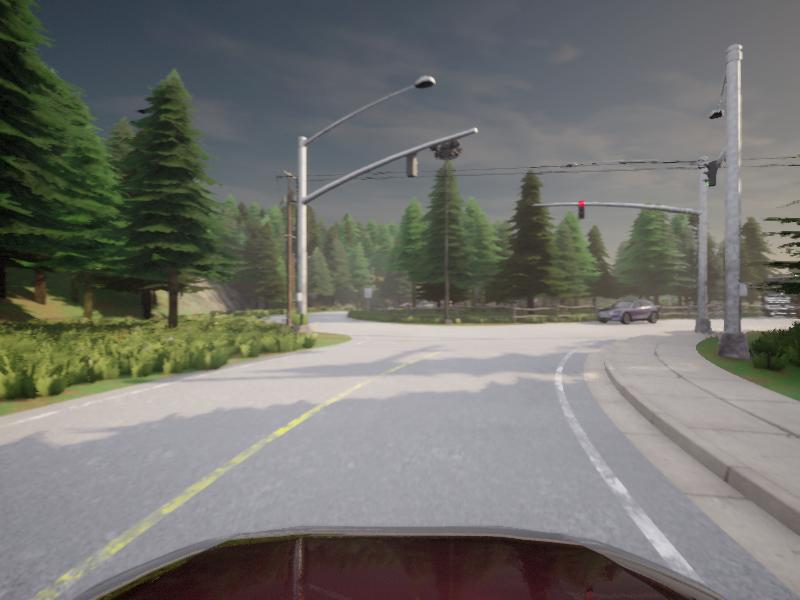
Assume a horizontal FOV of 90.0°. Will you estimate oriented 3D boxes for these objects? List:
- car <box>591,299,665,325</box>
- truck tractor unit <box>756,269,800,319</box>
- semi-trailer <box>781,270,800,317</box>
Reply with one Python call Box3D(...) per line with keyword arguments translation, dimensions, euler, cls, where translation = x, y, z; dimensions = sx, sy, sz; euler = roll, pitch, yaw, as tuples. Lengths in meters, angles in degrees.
Box3D(translation=(15.717, 0.785, 27.554), dimensions=(4.856, 1.649, 2.033), euler=(0, 0, -26), cls="car")
Box3D(translation=(36.482, -0.489, 36.892), dimensions=(6.516, 4.208, 3.053), euler=(0, 0, -24), cls="truck tractor unit")
Box3D(translation=(43.704, -0.583, 40.123), dimensions=(14.254, 4.402, 2.717), euler=(0, 0, -24), cls="semi-trailer")
